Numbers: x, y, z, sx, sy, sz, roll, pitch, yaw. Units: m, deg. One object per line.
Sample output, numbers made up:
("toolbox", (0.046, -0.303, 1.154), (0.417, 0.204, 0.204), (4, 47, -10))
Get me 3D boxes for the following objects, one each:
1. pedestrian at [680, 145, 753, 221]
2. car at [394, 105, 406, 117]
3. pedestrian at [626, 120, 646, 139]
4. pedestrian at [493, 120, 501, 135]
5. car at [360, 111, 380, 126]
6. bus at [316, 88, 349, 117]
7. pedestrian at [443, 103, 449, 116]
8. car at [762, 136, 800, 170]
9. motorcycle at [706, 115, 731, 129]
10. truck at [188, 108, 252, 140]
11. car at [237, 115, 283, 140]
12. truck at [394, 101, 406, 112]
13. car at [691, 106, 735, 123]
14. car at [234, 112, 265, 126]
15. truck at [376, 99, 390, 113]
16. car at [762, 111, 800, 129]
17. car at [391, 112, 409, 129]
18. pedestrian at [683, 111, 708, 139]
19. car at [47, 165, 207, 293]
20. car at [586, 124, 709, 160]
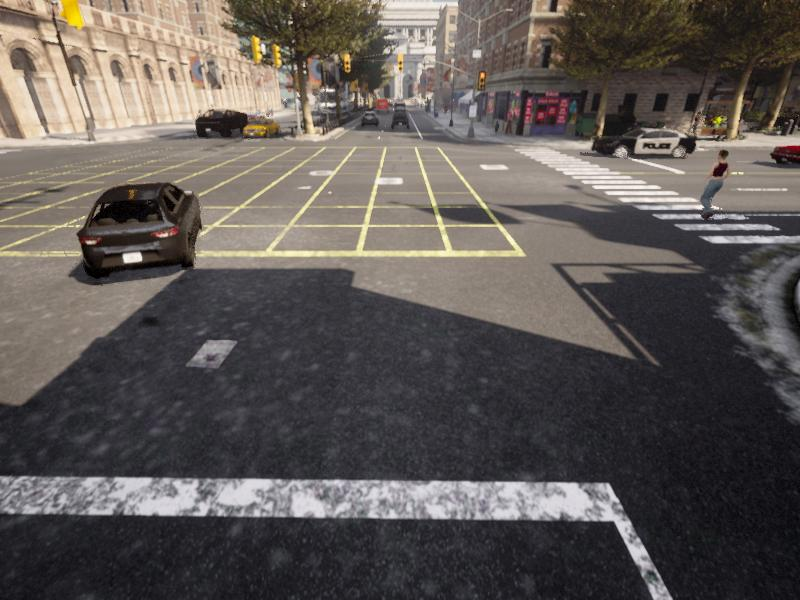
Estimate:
("pedestrian", (8.459, -3.141, 10.772), (0.751, 1.860, 0.751), (-2, 27, -3))
("car", (0.026, -31.577, 66.921), (1.930, 1.638, 5.238), (0, 27, 0))
("pedestrian", (17.706, -12.803, 30.027), (0.751, 1.300, 0.751), (1, 27, 1))
("pedestrian", (8.050, -14.317, 33.224), (0.500, 1.100, 0.500), (-1, 27, -1))
("car", (-3.464, -21.272, 46.863), (1.970, 1.475, 3.806), (0, 27, 0))
("bus", (-11.374, -34.037, 68.883), (3.944, 4.253, 10.273), (0, 27, 0))
("pedestrian", (7.416, -30.862, 64.884), (0.751, 1.860, 0.751), (-4, 27, -7))
("car", (20.635, -7.012, 19.047), (4.718, 1.301, 1.895), (0, 27, 0))
("motorcycle", (32.110, -17.952, 40.344), (2.033, 1.145, 0.803), (-15, 40, -27))
("truck", (-14.946, -14.981, 33.824), (2.390, 2.098, 6.274), (0, 27, 0))
("car", (-11.441, -14.353, 33.160), (1.801, 1.575, 5.366), (0, 27, 0))
("truck", (0.024, -42.236, 87.351), (2.390, 2.098, 6.274), (0, 27, 0))
("car", (41.605, -24.816, 53.374), (1.932, 1.855, 4.605), (0, 28, 0))
("car", (-18.214, -22.085, 48.650), (1.895, 1.301, 4.718), (0, 27, 0))
("truck", (-3.505, -40.479, 83.493), (2.627, 2.467, 5.204), (0, 27, 0))
("car", (41.629, -19.275, 42.785), (1.851, 1.617, 3.988), (0, 27, 0))
("car", (0.034, -19.794, 43.940), (1.837, 1.490, 4.892), (0, 27, 0))
("pedestrian", (22.307, -13.228, 30.244), (0.751, 1.860, 0.751), (-3, 27, -5))
("car", (-5.415, -1.805, 8.630), (1.816, 1.474, 4.193), (-10, 29, -19))
("car", (13.505, -8.780, 22.142), (5.238, 1.638, 1.930), (1, 27, 2))
